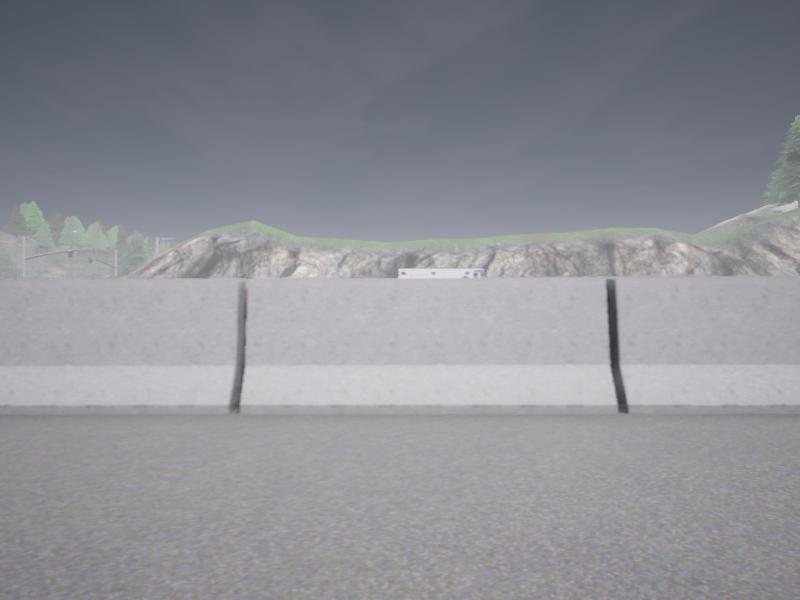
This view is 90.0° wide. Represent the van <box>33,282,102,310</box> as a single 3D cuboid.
[{"bbox_3d":[-32.874,-0.357,39.825,1.988,2.561,5.915,0,0,0],"label":"van"}]

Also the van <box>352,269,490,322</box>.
[{"bbox_3d":[0.963,-0.222,19.702,6.366,2.431,2.351,0,0,0],"label":"van"}]

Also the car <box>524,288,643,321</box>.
[{"bbox_3d":[8.901,0.195,19.704,5.008,1.535,1.882,0,0,0],"label":"car"}]

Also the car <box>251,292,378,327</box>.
[{"bbox_3d":[-3.311,0.359,16.200,4.718,1.301,1.895,0,0,0],"label":"car"}]

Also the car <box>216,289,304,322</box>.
[{"bbox_3d":[-6.780,0.245,19.700,3.705,1.549,1.789,0,0,0],"label":"car"}]

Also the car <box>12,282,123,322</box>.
[{"bbox_3d":[-16.238,0.107,19.699,3.866,1.878,1.905,0,0,0],"label":"car"}]
